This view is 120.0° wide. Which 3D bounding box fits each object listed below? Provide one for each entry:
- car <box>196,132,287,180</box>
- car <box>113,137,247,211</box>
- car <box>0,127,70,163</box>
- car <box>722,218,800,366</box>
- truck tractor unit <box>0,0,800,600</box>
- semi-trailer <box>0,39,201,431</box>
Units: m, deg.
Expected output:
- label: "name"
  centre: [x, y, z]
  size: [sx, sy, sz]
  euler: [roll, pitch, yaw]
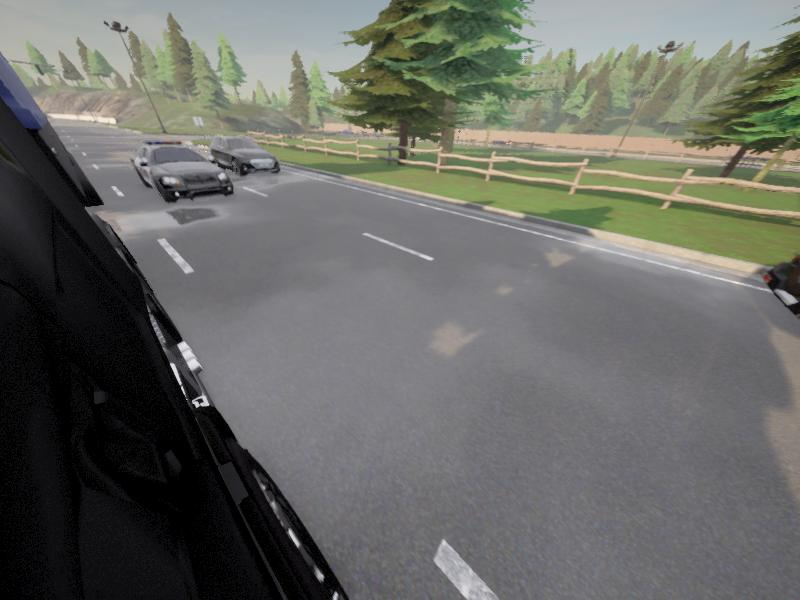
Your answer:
- label: "car"
  centre: [-8.391, -7.718, 12.209]
  size: [4.856, 1.649, 2.033]
  euler: [28, 43, 30]
- label: "car"
  centre: [-7.903, -4.703, 8.237]
  size: [4.974, 1.542, 2.038]
  euler: [28, 43, 30]
- label: "car"
  centre: [-21.161, -8.982, 13.259]
  size: [4.181, 1.385, 1.994]
  euler: [28, 43, 30]
- label: "car"
  centre: [7.162, 0.459, 1.982]
  size: [4.605, 1.855, 1.932]
  euler: [28, 43, 30]
- label: "truck tractor unit"
  centre: [-2.645, -0.295, 0.351]
  size: [6.516, 4.208, 3.053]
  euler: [28, 44, 30]
- label: "semi-trailer"
  centre: [-8.691, -3.600, 4.249]
  size: [14.254, 4.402, 2.717]
  euler: [28, 43, 30]
